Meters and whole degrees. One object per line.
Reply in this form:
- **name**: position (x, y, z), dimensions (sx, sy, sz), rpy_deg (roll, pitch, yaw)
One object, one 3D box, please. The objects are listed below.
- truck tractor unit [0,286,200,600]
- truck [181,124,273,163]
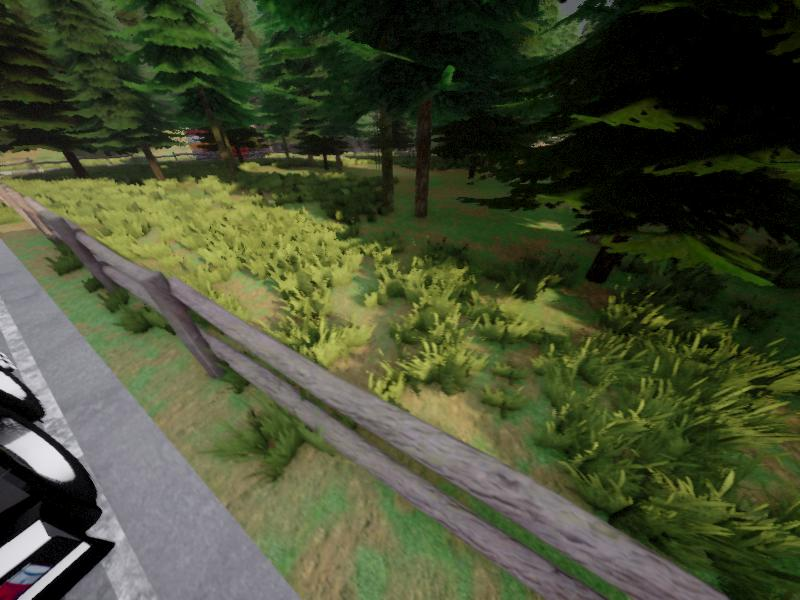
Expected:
- **truck tractor unit**: position (-5.147, -0.264, 0.722), dimensions (6.516, 4.208, 3.053), rpy_deg (17, 38, 22)
- **truck**: position (-22.006, -20.282, 30.007), dimensions (8.468, 3.827, 2.891), rpy_deg (-23, 41, -29)
